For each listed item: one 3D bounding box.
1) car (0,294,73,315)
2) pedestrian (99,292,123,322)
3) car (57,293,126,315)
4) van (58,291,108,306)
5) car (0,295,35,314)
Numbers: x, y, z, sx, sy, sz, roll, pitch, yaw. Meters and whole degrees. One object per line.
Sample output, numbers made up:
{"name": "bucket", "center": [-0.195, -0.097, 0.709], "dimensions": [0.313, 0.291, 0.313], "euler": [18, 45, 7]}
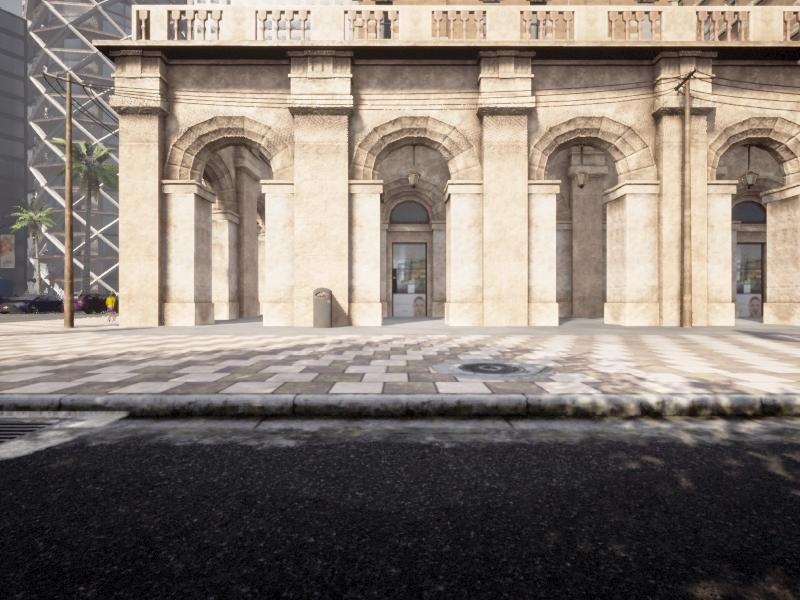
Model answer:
{"name": "car", "center": [-25.830, 0.306, 28.246], "dimensions": [1.994, 1.385, 4.181], "euler": [0, 0, 0]}
{"name": "pedestrian", "center": [-10.725, 0.265, 14.857], "dimensions": [0.500, 1.100, 0.500], "euler": [0, 0, 0]}
{"name": "car", "center": [-22.326, 0.254, 29.207], "dimensions": [1.816, 1.474, 4.193], "euler": [0, 0, 0]}
{"name": "van", "center": [-54.717, -0.228, 69.121], "dimensions": [6.366, 2.431, 2.351], "euler": [0, 0, -11]}
{"name": "car", "center": [-29.334, 0.307, 29.005], "dimensions": [1.994, 1.385, 4.181], "euler": [0, 0, -1]}
